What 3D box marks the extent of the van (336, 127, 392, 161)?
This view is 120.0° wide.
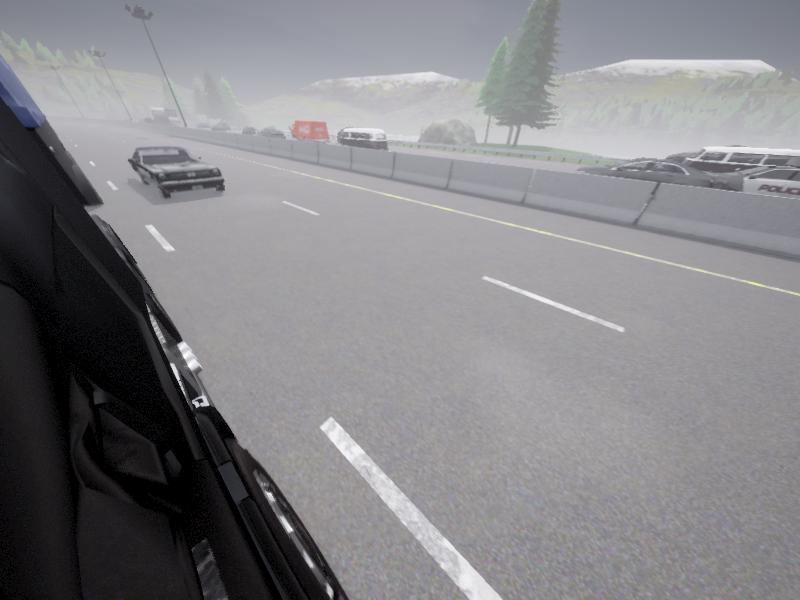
[{"bbox_3d":[-3.061,-13.277,19.569,4.480,2.038,2.069,28,44,30],"label":"van"}]

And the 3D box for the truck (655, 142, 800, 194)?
[{"bbox_3d":[21.192,-8.607,14.740,6.274,2.098,2.390,28,44,30],"label":"truck"}]

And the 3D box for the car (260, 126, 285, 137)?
[{"bbox_3d":[-24.749,-32.764,44.811,4.974,1.542,2.038,28,44,30],"label":"car"}]

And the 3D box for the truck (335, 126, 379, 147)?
[{"bbox_3d":[-6.114,-23.113,32.528,6.274,2.098,2.390,28,44,30],"label":"truck"}]

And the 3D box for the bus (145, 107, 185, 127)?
[{"bbox_3d":[-68.703,-53.402,67.516,10.273,4.253,3.944,22,41,24],"label":"bus"}]

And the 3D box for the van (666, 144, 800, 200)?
[{"bbox_3d":[18.586,-7.236,12.791,4.480,2.038,2.069,28,44,30],"label":"van"}]

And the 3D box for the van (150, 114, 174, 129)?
[{"bbox_3d":[-54.562,-40.860,52.963,5.915,2.561,1.988,28,43,30],"label":"van"}]

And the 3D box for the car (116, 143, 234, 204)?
[{"bbox_3d":[-8.452,-4.911,8.638,4.718,1.301,1.895,28,44,30],"label":"car"}]

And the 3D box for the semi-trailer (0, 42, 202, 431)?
[{"bbox_3d":[-8.702,-3.593,4.238,14.254,4.402,2.717,28,44,30],"label":"semi-trailer"}]

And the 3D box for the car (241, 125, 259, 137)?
[{"bbox_3d":[-27.048,-30.470,41.637,1.816,1.474,4.193,-23,44,-30],"label":"car"}]

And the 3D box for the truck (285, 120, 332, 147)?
[{"bbox_3d":[-11.309,-20.564,28.479,5.204,2.467,2.627,28,44,30],"label":"truck"}]

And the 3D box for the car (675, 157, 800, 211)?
[{"bbox_3d":[16.639,-5.332,10.544,4.974,1.542,2.038,28,44,30],"label":"car"}]

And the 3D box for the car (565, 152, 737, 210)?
[{"bbox_3d":[10.887,-5.648,10.631,4.902,1.511,2.128,28,44,30],"label":"car"}]

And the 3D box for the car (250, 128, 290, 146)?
[{"bbox_3d":[-15.763,-19.805,27.989,4.902,1.511,2.128,28,44,30],"label":"car"}]

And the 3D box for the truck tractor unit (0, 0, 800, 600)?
[{"bbox_3d":[-2.645,-0.295,0.351,6.516,4.208,3.053,28,44,30],"label":"truck tractor unit"}]

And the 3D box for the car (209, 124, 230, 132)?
[{"bbox_3d":[-39.948,-38.029,51.133,4.718,1.301,1.895,28,44,30],"label":"car"}]
